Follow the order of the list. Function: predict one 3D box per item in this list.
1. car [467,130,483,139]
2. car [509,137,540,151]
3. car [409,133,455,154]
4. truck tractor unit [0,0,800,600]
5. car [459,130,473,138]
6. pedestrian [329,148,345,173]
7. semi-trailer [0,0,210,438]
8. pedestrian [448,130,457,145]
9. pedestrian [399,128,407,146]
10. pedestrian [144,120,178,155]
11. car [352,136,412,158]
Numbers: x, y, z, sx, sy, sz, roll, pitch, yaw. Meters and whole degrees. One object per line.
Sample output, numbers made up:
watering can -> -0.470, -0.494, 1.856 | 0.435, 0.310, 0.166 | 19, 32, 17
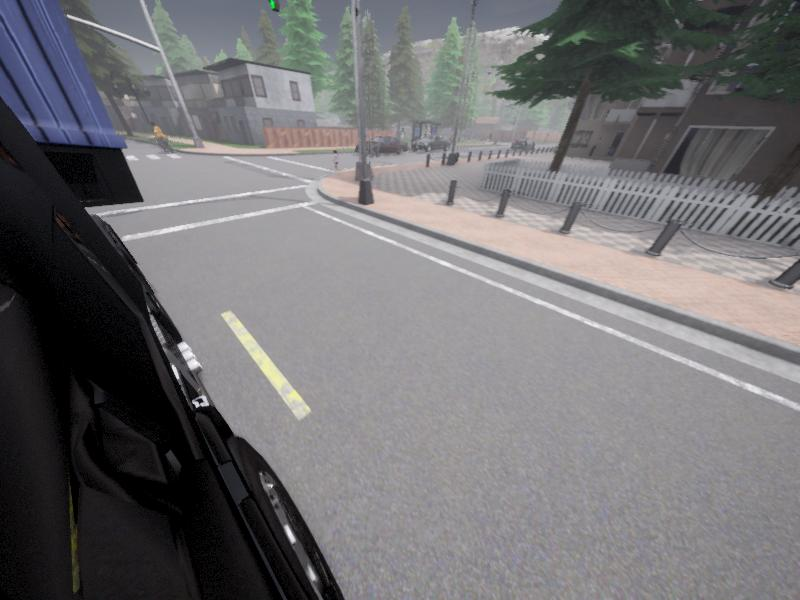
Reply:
car -> 21.089, -46.462, 64.911 | 1.932, 1.855, 4.605 | 30, 45, 32
car -> 18.289, -22.853, 33.852 | 2.038, 1.542, 4.974 | 31, 45, 33
car -> 3.541, -17.124, 25.266 | 2.152, 1.651, 5.027 | 31, 45, 33
truck tractor unit -> -2.645, -0.295, 0.351 | 6.516, 4.208, 3.053 | 28, 44, 30
car -> 18.975, -47.370, 65.997 | 1.905, 1.878, 3.866 | 30, 45, 32
pedestrian -> -3.397, -7.509, 12.445 | 0.500, 1.100, 0.500 | 22, 41, 24
semi-trailer -> -9.929, -2.208, 2.144 | 14.254, 4.402, 2.717 | 10, 30, 7
pedestrian -> 8.300, -25.663, 36.427 | 0.751, 1.860, 0.751 | 29, 44, 30
pedestrian -> 0.342, -20.744, 29.402 | 0.751, 1.860, 0.751 | 17, 39, 19
pedestrian -> -16.210, -11.036, 15.709 | 0.751, 1.860, 0.751 | 27, 43, 29
car -> -1.498, -14.029, 21.035 | 2.033, 1.411, 5.357 | 31, 45, 33
